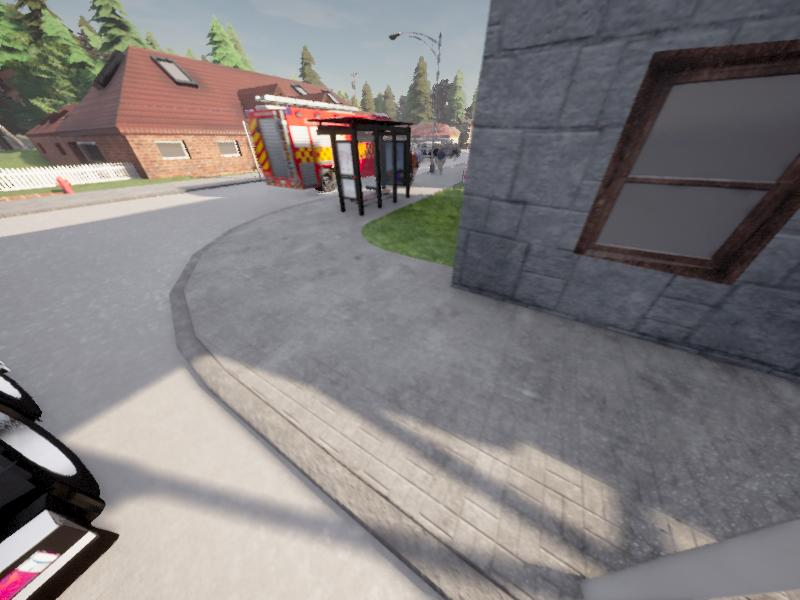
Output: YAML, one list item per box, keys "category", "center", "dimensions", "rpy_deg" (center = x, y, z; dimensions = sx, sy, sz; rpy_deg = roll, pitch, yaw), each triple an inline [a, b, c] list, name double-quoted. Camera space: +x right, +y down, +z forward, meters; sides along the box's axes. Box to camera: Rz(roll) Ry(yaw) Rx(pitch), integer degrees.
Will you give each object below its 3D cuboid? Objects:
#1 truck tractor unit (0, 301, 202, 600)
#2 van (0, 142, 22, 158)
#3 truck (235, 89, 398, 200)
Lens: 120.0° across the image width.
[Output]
- category: "truck tractor unit"
  center: [-5.171, -0.236, 0.687]
  dimensions: [6.516, 4.208, 3.053]
  rpy_deg: [16, 38, 21]
- category: "van"
  center: [-77.522, -28.136, 43.298]
  dimensions: [2.351, 2.431, 6.366]
  rpy_deg: [18, 39, 25]
- category: "truck"
  center: [-3.572, -8.748, 13.238]
  dimensions: [2.891, 3.827, 8.468]
  rpy_deg: [19, 39, 25]
